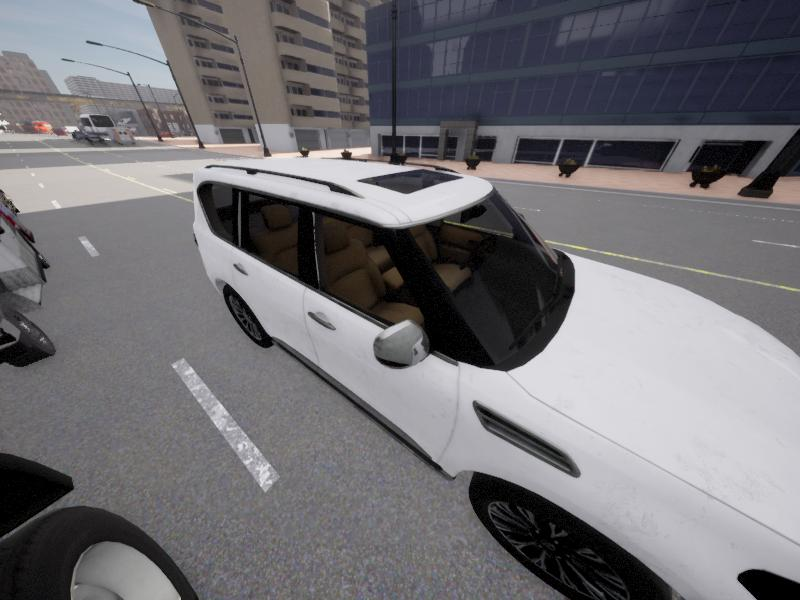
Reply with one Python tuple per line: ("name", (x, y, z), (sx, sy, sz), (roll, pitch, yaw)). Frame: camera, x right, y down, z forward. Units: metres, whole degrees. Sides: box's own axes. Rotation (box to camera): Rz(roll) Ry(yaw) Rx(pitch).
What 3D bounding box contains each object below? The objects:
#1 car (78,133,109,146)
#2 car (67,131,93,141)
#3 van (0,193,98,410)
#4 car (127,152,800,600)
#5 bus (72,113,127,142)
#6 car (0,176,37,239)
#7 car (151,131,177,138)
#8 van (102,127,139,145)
("car", (-52.163, -27.366, 39.353), (4.902, 1.511, 2.128), (24, 42, 27))
("car", (-62.550, -32.006, 45.159), (5.357, 1.411, 2.033), (24, 41, 27))
("van", (-6.907, -0.729, 2.805), (6.366, 2.431, 2.351), (22, 41, 28))
("car", (-0.019, -0.211, 2.438), (5.566, 2.045, 2.150), (23, 41, 28))
("bus", (-60.716, -34.809, 46.664), (10.273, 4.253, 3.944), (24, 41, 27))
("car", (-12.930, -2.858, 6.572), (4.902, 1.511, 2.128), (23, 41, 28))
("car", (-68.108, -47.828, 66.741), (2.242, 1.667, 4.611), (24, 42, 29))
("van", (-50.196, -29.439, 41.440), (6.366, 2.431, 2.351), (24, 42, 27))
